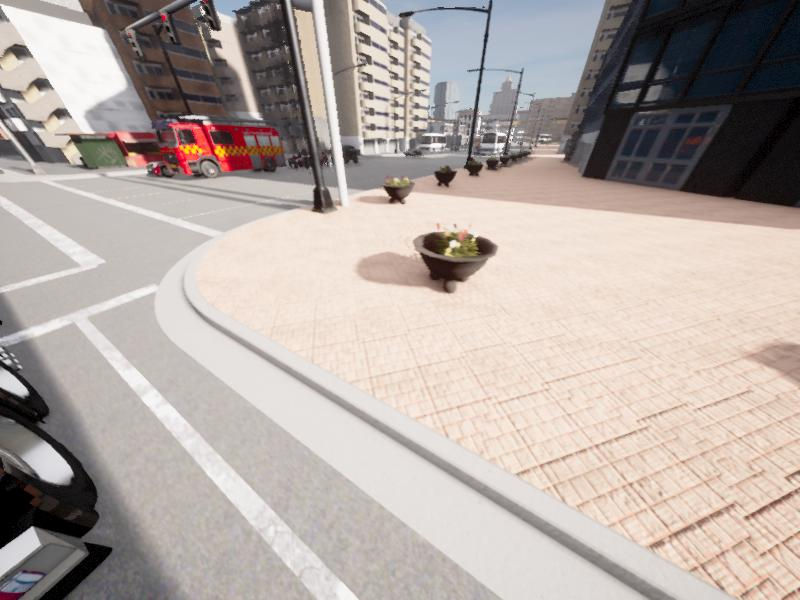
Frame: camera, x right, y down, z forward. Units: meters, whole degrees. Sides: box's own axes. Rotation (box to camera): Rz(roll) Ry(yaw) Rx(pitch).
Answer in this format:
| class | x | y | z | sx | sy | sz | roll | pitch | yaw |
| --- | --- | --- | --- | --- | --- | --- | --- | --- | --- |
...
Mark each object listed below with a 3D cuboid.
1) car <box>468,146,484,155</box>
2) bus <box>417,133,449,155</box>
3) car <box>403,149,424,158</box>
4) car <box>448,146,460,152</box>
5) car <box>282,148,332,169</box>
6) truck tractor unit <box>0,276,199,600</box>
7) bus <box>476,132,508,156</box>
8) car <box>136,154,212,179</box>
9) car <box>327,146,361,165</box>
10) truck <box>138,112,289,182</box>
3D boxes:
| class | x | y | z | sx | sy | sz | roll | pitch | yaw |
| --- | --- | --- | --- | --- | --- | --- | --- | --- | --- |
| car | 18.002 | -35.255 | 54.544 | 2.033 | 1.649 | 4.856 | 18 | 37 | 24 |
| bus | 8.354 | -38.601 | 57.139 | 3.944 | 4.253 | 10.273 | 18 | 38 | 24 |
| car | 2.672 | -28.344 | 44.582 | 1.994 | 1.385 | 4.181 | 23 | 41 | 30 |
| car | 16.222 | -45.522 | 69.479 | 1.994 | 1.385 | 4.181 | 18 | 39 | 24 |
| car | -10.042 | -15.594 | 25.339 | 2.097 | 1.767 | 4.553 | 18 | 38 | 24 |
| truck tractor unit | -5.139 | -0.269 | 0.754 | 6.516 | 4.208 | 3.053 | 17 | 39 | 23 |
| bus | 21.052 | -35.507 | 52.587 | 3.944 | 4.253 | 10.273 | 18 | 38 | 24 |
| car | -18.434 | -11.145 | 19.085 | 1.970 | 1.475 | 3.806 | 18 | 38 | 24 |
| car | -7.078 | -18.600 | 29.697 | 1.905 | 1.878 | 3.866 | 18 | 38 | 24 |
| truck | -14.086 | -12.453 | 18.920 | 2.891 | 3.827 | 8.468 | 18 | 38 | 24 |
